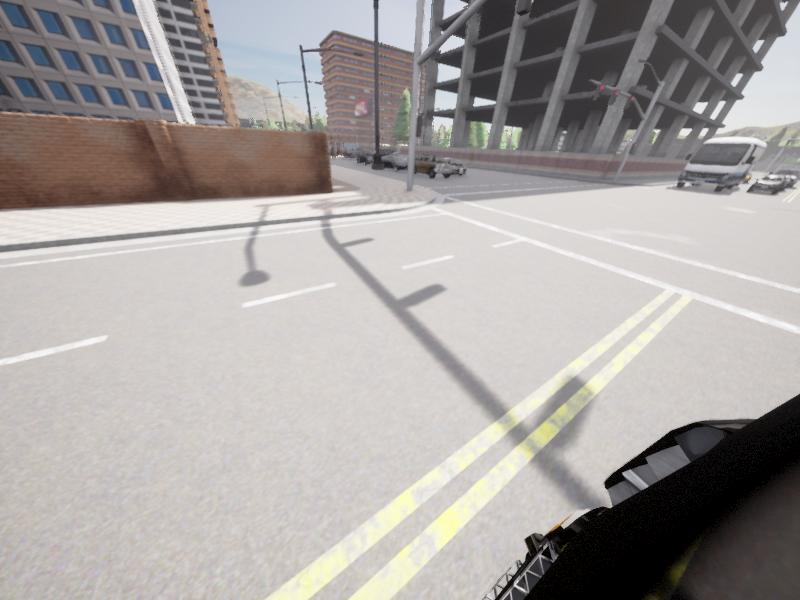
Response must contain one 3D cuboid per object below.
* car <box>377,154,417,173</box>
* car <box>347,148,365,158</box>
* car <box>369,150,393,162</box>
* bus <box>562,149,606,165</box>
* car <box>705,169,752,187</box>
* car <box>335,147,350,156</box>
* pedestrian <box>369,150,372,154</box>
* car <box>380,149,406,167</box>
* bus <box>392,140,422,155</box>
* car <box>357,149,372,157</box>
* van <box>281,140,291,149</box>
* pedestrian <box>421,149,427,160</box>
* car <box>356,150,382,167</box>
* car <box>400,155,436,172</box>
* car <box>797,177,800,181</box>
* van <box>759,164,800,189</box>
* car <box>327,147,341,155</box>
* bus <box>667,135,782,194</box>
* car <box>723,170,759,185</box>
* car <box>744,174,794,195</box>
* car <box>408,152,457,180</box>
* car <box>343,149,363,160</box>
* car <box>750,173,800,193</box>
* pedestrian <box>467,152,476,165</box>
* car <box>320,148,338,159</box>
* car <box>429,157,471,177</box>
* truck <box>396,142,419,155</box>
[{"bbox_3d":[-0.432,-15.221,25.618,2.163,1.488,4.792,-17,38,-27],"label":"car"},{"bbox_3d":[-9.354,-31.039,48.709,2.033,1.649,4.856,-17,38,-27],"label":"car"},{"bbox_3d":[-3.447,-25.451,40.823,2.128,1.511,4.902,-17,38,-27],"label":"car"},{"bbox_3d":[63.116,-49.365,79.568,3.944,4.253,10.273,-17,38,-28],"label":"bus"},{"bbox_3d":[39.679,-14.780,27.900,4.611,1.667,2.242,-17,38,-28],"label":"car"},{"bbox_3d":[-13.592,-34.967,54.409,2.007,1.525,4.514,-17,38,-27],"label":"car"},{"bbox_3d":[-8.521,-42.544,66.327,0.500,1.100,0.500,-15,37,-25],"label":"pedestrian"},{"bbox_3d":[-1.088,-19.711,31.979,1.905,1.878,3.866,-17,39,-27],"label":"car"},{"bbox_3d":[2.661,-56.708,86.067,10.273,4.253,3.944,-17,38,-27],"label":"bus"},{"bbox_3d":[-8.152,-33.544,52.726,1.970,1.475,3.806,-17,38,-27],"label":"car"},{"bbox_3d":[-43.992,-60.221,89.271,1.988,2.561,5.915,-17,38,-27],"label":"van"},{"bbox_3d":[5.022,-30.108,47.887,0.751,1.860,0.751,-17,39,-28],"label":"pedestrian"},{"bbox_3d":[-4.200,-18.803,30.627,1.851,1.617,3.988,-17,38,-27],"label":"car"},{"bbox_3d":[2.073,-16.551,27.858,1.812,1.442,4.674,-17,38,-27],"label":"car"},{"bbox_3d":[78.011,-23.057,43.216,1.905,1.878,3.866,21,38,25],"label":"car"},{"bbox_3d":[48.516,-15.549,29.064,6.366,2.431,2.351,-17,38,-28],"label":"van"},{"bbox_3d":[-16.993,-38.123,58.982,2.007,1.525,4.514,-17,38,-27],"label":"car"},{"bbox_3d":[32.289,-13.473,23.006,10.273,4.253,3.944,-17,38,-27],"label":"bus"},{"bbox_3d":[47.477,-17.156,32.182,5.366,1.575,1.801,-17,38,-27],"label":"car"},{"bbox_3d":[35.189,-11.065,22.040,3.705,1.549,1.789,-17,38,-28],"label":"car"},{"bbox_3d":[2.819,-12.388,21.227,1.932,1.855,4.605,-16,38,-26],"label":"car"},{"bbox_3d":[-8.701,-26.671,42.278,1.837,1.490,4.892,-17,38,-27],"label":"car"},{"bbox_3d":[40.633,-12.731,25.022,4.902,1.511,2.128,-17,38,-27],"label":"car"},{"bbox_3d":[11.932,-23.456,38.367,0.751,1.860,0.751,-15,37,-25],"label":"pedestrian"},{"bbox_3d":[-13.031,-27.029,42.497,1.816,1.474,4.193,-17,38,-27],"label":"car"},{"bbox_3d":[5.066,-13.774,23.862,1.970,1.475,3.806,-17,38,-27],"label":"car"},{"bbox_3d":[2.775,-58.758,89.563,8.468,3.827,2.891,-17,38,-27],"label":"truck"}]
